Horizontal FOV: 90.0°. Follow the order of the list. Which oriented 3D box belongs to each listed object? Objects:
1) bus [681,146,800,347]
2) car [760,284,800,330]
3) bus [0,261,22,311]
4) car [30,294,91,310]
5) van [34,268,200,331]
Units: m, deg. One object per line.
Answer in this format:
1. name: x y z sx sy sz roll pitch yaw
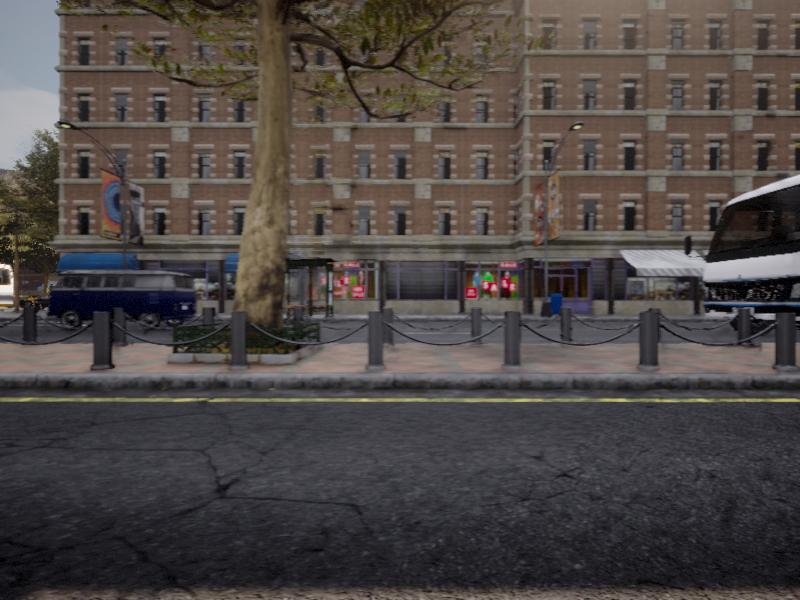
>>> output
1. bus: 13.599 -1.120 10.074 10.273 4.253 3.944 0 0 0
2. car: 14.963 0.241 13.695 3.633 1.501 1.845 0 0 0
3. bus: -36.196 -1.174 31.155 3.944 4.253 10.273 0 0 -1
4. car: -32.940 0.208 39.007 1.837 1.490 4.892 0 0 -1
5. van: -9.517 -0.012 13.703 4.442 1.987 1.775 0 0 0
